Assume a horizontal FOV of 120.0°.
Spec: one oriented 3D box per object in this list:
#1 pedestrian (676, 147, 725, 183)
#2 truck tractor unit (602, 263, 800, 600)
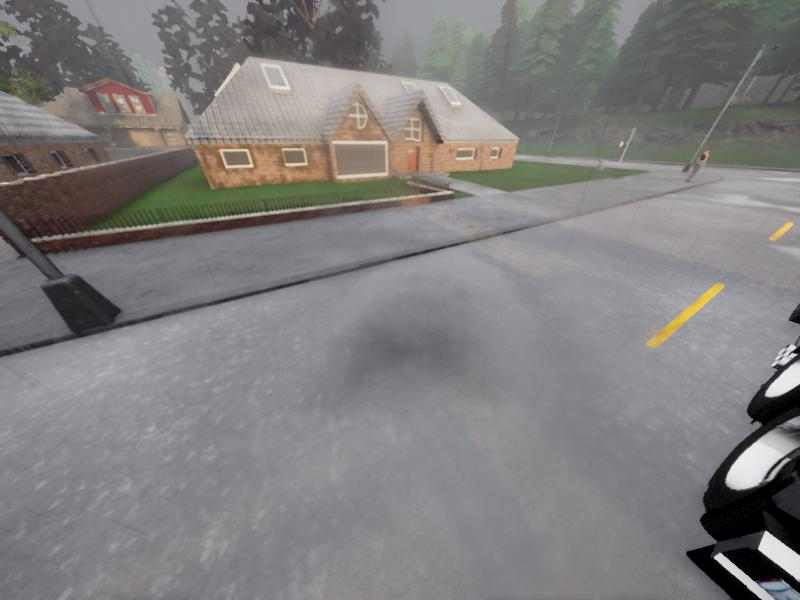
[{"bbox_3d":[18.215,-8.202,14.068,0.751,1.860,0.751,3,35,3],"label":"pedestrian"},{"bbox_3d":[5.107,-0.305,0.784,6.516,4.208,3.053,-18,39,-24],"label":"truck tractor unit"}]
